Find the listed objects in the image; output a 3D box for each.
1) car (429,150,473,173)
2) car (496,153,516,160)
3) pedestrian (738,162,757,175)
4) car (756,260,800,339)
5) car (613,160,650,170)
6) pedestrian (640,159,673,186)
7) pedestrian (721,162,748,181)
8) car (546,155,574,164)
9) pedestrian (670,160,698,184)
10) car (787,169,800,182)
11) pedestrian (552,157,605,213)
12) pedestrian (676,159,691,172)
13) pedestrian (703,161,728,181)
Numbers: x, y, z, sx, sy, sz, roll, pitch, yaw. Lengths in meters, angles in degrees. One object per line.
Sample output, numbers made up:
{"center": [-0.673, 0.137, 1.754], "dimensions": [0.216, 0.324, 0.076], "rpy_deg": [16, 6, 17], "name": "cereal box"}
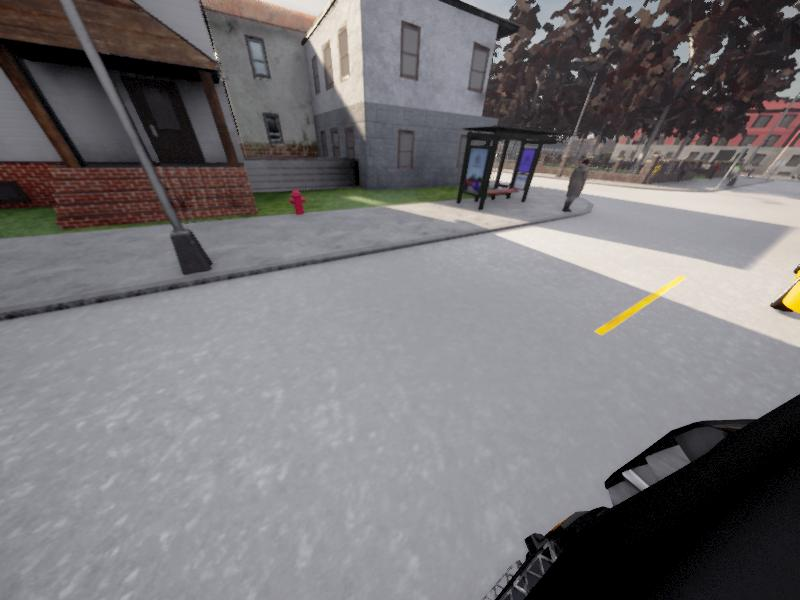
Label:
{"center": [5.360, -15.141, 25.140], "dimensions": [1.932, 1.855, 4.605], "rpy_deg": [-16, 38, -26], "name": "car"}
{"center": [31.854, -43.211, 69.612], "dimensions": [2.033, 1.411, 5.357], "rpy_deg": [-16, 38, -26], "name": "car"}
{"center": [59.404, -22.423, 39.502], "dimensions": [0.751, 1.860, 0.751], "rpy_deg": [2, 34, -1], "name": "pedestrian"}
{"center": [8.310, -0.426, 3.657], "dimensions": [5.008, 1.535, 1.882], "rpy_deg": [-16, 38, -26], "name": "car"}
{"center": [47.458, -27.758, 47.510], "dimensions": [2.128, 1.511, 4.902], "rpy_deg": [-16, 38, -26], "name": "car"}
{"center": [20.749, -10.329, 18.739], "dimensions": [0.751, 1.860, 0.751], "rpy_deg": [8, 34, 8], "name": "pedestrian"}
{"center": [37.432, -14.389, 25.886], "dimensions": [0.751, 1.860, 0.751], "rpy_deg": [-13, 37, -22], "name": "pedestrian"}
{"center": [40.068, -35.169, 57.924], "dimensions": [1.930, 1.638, 5.238], "rpy_deg": [-16, 38, -26], "name": "car"}
{"center": [25.774, -11.624, 21.000], "dimensions": [0.751, 1.860, 0.751], "rpy_deg": [-17, 38, -27], "name": "pedestrian"}
{"center": [61.473, -18.359, 34.266], "dimensions": [1.789, 1.549, 3.705], "rpy_deg": [-16, 38, -26], "name": "car"}
{"center": [6.930, -4.490, 9.087], "dimensions": [0.751, 1.860, 0.751], "rpy_deg": [-2, 34, -6], "name": "pedestrian"}
{"center": [48.203, -22.907, 39.312], "dimensions": [0.751, 1.860, 0.751], "rpy_deg": [-18, 39, -28], "name": "pedestrian"}
{"center": [35.408, -14.517, 25.945], "dimensions": [0.751, 1.860, 0.751], "rpy_deg": [-17, 38, -26], "name": "pedestrian"}
